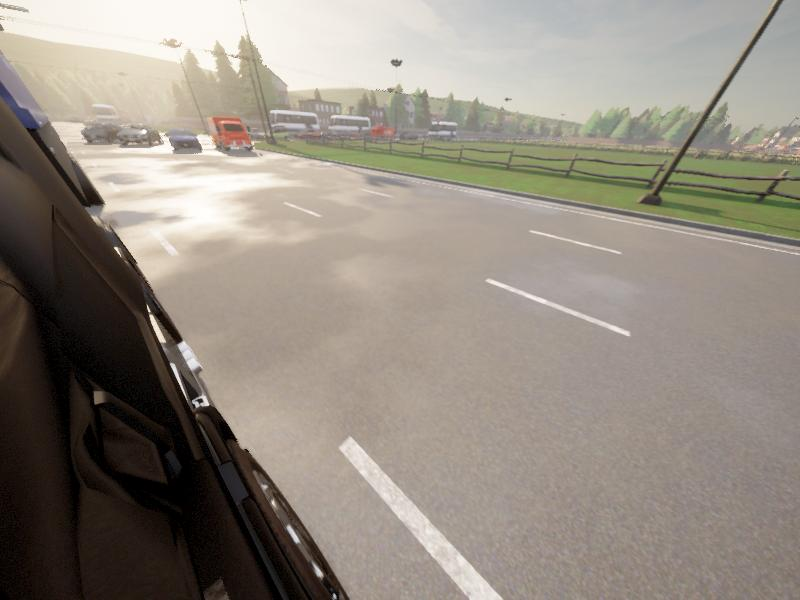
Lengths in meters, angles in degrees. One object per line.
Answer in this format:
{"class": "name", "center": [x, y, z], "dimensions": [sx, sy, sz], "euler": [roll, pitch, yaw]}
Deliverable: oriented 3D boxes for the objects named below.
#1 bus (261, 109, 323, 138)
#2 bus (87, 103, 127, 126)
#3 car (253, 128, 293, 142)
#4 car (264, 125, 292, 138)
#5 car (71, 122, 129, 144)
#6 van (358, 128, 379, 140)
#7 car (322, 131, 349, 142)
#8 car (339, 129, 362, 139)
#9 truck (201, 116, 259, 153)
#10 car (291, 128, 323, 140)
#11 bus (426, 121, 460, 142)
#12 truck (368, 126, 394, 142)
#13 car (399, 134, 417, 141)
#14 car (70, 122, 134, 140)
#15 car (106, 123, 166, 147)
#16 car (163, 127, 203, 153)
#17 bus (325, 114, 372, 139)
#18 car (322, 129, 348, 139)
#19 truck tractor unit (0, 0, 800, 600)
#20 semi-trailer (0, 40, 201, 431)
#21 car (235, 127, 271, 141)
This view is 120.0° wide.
{"class": "bus", "center": [-21.839, -36.211, 47.661], "dimensions": [3.944, 4.253, 10.273], "euler": [28, 43, 30]}
{"class": "bus", "center": [-77.200, -48.968, 61.244], "dimensions": [3.944, 4.253, 10.273], "euler": [-22, 43, -30]}
{"class": "car", "center": [-18.568, -24.265, 34.006], "dimensions": [2.007, 1.525, 4.514], "euler": [25, 42, 27]}
{"class": "car", "center": [-22.802, -31.560, 43.290], "dimensions": [1.905, 1.878, 3.866], "euler": [28, 43, 30]}
{"class": "car", "center": [-28.465, -15.972, 22.107], "dimensions": [1.789, 1.549, 3.705], "euler": [-14, 39, -20]}
{"class": "van", "center": [-6.802, -36.040, 50.334], "dimensions": [1.775, 1.987, 4.442], "euler": [28, 43, 30]}
{"class": "car", "center": [-11.522, -29.309, 41.430], "dimensions": [1.994, 1.385, 4.181], "euler": [28, 43, 30]}
{"class": "car", "center": [-11.508, -38.948, 54.222], "dimensions": [4.611, 1.667, 2.242], "euler": [-25, 45, -33]}
{"class": "truck", "center": [-15.533, -15.143, 21.070], "dimensions": [2.627, 2.467, 5.204], "euler": [-27, 46, -33]}
{"class": "car", "center": [-16.409, -29.337, 40.888], "dimensions": [2.242, 1.667, 4.611], "euler": [28, 43, 30]}
{"class": "bus", "center": [11.909, -46.372, 63.643], "dimensions": [3.944, 4.253, 10.273], "euler": [28, 44, 30]}
{"class": "truck", "center": [-3.978, -34.887, 48.591], "dimensions": [2.627, 2.467, 5.204], "euler": [28, 42, 30]}
{"class": "car", "center": [1.980, -38.560, 54.845], "dimensions": [1.994, 1.385, 4.181], "euler": [28, 43, 30]}
{"class": "car", "center": [-33.926, -19.438, 26.526], "dimensions": [1.812, 1.442, 4.674], "euler": [-3, 37, -7]}
{"class": "car", "center": [-24.634, -15.657, 21.877], "dimensions": [2.152, 1.651, 5.027], "euler": [-15, 40, -22]}
{"class": "car", "center": [-18.671, -13.854, 19.902], "dimensions": [1.882, 1.535, 5.008], "euler": [-23, 44, -30]}
{"class": "bus", "center": [-12.434, -42.691, 57.051], "dimensions": [10.273, 4.253, 3.944], "euler": [-19, 41, -27]}
{"class": "car", "center": [-13.476, -34.594, 48.197], "dimensions": [2.242, 1.667, 4.611], "euler": [28, 43, 30]}
{"class": "truck tractor unit", "center": [-2.645, -0.295, 0.352], "dimensions": [6.516, 4.208, 3.053], "euler": [28, 44, 30]}
{"class": "semi-trailer", "center": [-8.685, -3.600, 4.261], "dimensions": [14.254, 4.402, 2.717], "euler": [28, 43, 30]}
{"class": "car", "center": [-22.049, -24.987, 34.795], "dimensions": [1.970, 1.475, 3.806], "euler": [23, 41, 25]}
